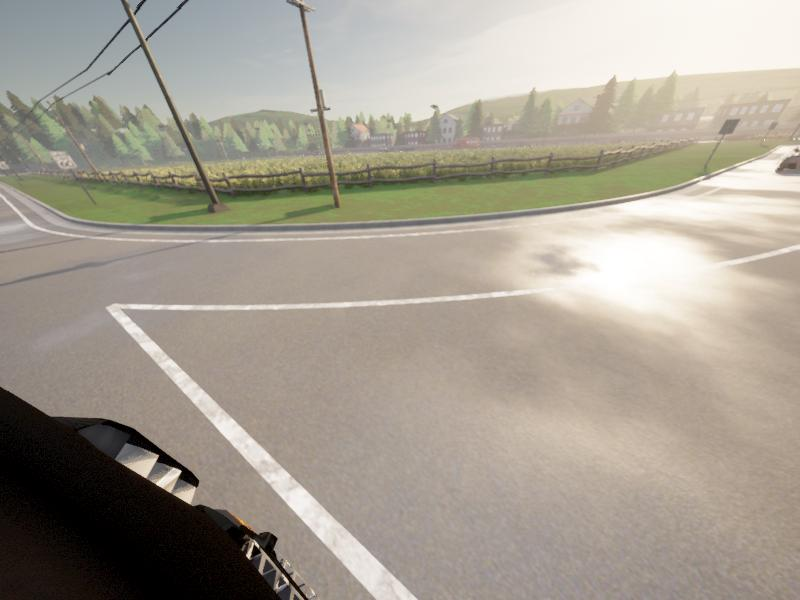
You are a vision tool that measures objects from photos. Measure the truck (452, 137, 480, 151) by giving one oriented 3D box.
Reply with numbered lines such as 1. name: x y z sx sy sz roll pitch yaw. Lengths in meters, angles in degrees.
1. truck: 23.042 -54.541 80.732 8.468 3.827 2.891 17 39 28

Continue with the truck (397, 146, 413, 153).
1. truck: 1.934 -60.116 92.311 6.274 2.098 2.390 17 39 28

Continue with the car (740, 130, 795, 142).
1. car: 70.903 -31.715 44.731 5.366 1.575 1.801 17 39 28

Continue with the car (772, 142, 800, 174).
1. car: 23.451 -8.027 12.967 4.181 1.385 1.994 -21 38 -26

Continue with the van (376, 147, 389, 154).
1. van: -6.733 -58.568 90.717 4.480 2.038 2.069 17 39 28

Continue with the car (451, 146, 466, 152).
1. car: 19.323 -50.161 76.554 4.193 1.474 1.816 17 39 28
